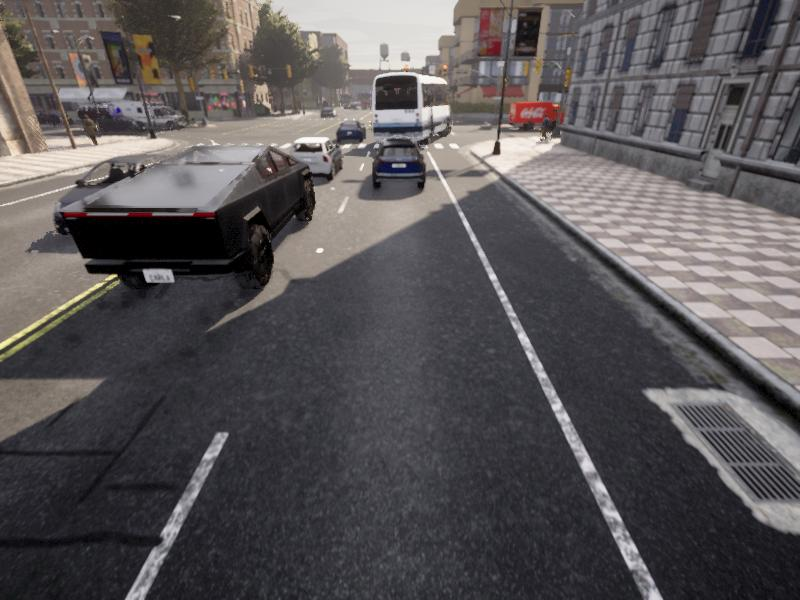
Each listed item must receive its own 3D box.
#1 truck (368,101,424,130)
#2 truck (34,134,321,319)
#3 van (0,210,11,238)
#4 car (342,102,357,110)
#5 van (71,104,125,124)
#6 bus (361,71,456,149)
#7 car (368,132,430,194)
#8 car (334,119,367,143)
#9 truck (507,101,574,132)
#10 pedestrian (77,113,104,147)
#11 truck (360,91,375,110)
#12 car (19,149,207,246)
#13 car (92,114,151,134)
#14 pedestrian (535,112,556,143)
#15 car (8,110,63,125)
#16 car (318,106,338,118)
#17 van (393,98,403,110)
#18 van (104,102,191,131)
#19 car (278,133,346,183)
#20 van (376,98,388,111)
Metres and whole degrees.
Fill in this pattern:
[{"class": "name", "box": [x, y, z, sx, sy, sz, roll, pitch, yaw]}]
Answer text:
[{"class": "truck", "box": [-0.358, -19.088, 41.184, 5.204, 2.467, 2.627, -20, 33, -33]}, {"class": "truck", "box": [-3.503, -2.074, 8.399, 2.390, 2.098, 6.274, 0, 27, 0]}, {"class": "van", "box": [-10.528, -1.392, 6.585, 1.988, 2.561, 5.915, 0, 27, 0]}, {"class": "car", "box": [-11.558, -44.595, 92.035, 1.851, 1.617, 3.988, 9, 29, 18]}, {"class": "van", "box": [-36.675, -22.680, 48.717, 4.480, 2.038, 2.069, 0, 27, 0]}, {"class": "bus", "box": [1.131, -13.766, 28.876, 3.944, 4.253, 10.273, 6, 28, 16]}, {"class": "car", "box": [-0.033, -5.478, 15.551, 2.033, 1.649, 4.856, 0, 27, 0]}, {"class": "car", "box": [-3.610, -12.767, 30.072, 1.994, 1.385, 4.181, 0, 27, -1]}, {"class": "truck", "box": [13.325, -17.619, 38.355, 5.204, 2.467, 2.627, -1, 27, 0]}, {"class": "pedestrian", "box": [-19.128, -10.520, 24.771, 0.751, 1.860, 0.751, -12, 30, -23]}, {"class": "truck", "box": [-7.474, -46.739, 93.692, 2.891, 3.827, 8.468, 0, 27, 0]}, {"class": "car", "box": [-7.015, -2.865, 10.483, 1.851, 1.617, 3.988, 0, 27, 0]}, {"class": "car", "box": [-24.518, -15.569, 35.381, 3.633, 1.501, 1.845, 1, 27, 2]}, {"class": "pedestrian", "box": [9.764, -11.593, 26.845, 0.751, 1.860, 0.751, -7, 28, -13]}, {"class": "car", "box": [-41.578, -20.836, 45.734, 4.193, 1.474, 1.816, 0, 27, 0]}, {"class": "car", "box": [-10.779, -28.278, 60.113, 2.038, 1.542, 4.974, 0, 27, 0]}, {"class": "van", "box": [-0.453, -44.850, 91.529, 2.351, 2.431, 6.366, 0, 27, 0]}, {"class": "van", "box": [-24.104, -17.627, 38.412, 6.366, 2.431, 2.351, 0, 27, 1]}, {"class": "car", "box": [-3.538, -6.058, 16.858, 1.970, 1.475, 3.806, 0, 27, 0]}, {"class": "van", "box": [-3.941, -43.796, 89.473, 2.351, 2.431, 6.366, 0, 27, 0]}]
